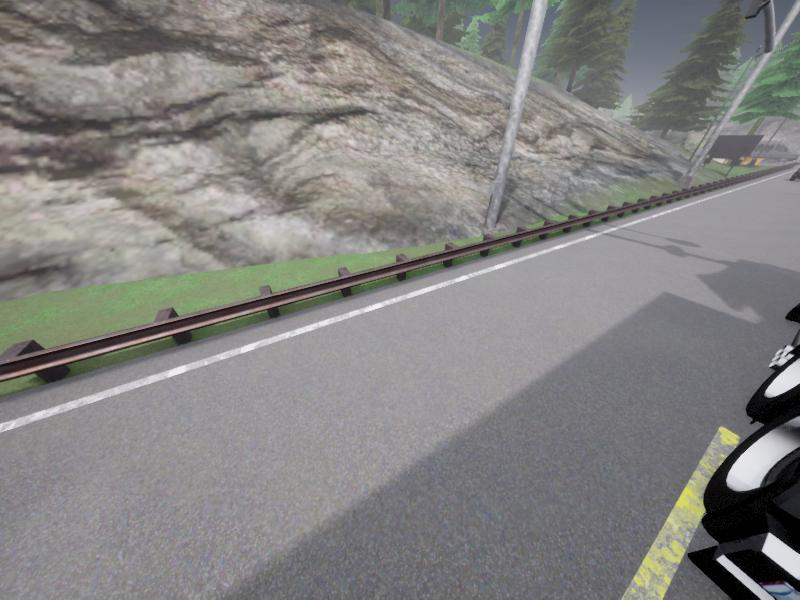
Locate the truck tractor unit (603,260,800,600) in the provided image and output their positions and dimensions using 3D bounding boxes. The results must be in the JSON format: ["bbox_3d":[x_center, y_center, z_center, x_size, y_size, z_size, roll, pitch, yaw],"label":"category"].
[{"bbox_3d":[5.111,-0.298,0.803,6.516,4.208,3.053,-18,39,-25],"label":"truck tractor unit"}]

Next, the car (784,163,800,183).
[{"bbox_3d":[28.481,-8.858,15.519,3.988,1.617,1.851,-18,39,-24],"label":"car"}]

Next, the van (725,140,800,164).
[{"bbox_3d":[50.835,-20.601,32.068,1.988,2.561,5.915,-19,39,-25],"label":"van"}]
